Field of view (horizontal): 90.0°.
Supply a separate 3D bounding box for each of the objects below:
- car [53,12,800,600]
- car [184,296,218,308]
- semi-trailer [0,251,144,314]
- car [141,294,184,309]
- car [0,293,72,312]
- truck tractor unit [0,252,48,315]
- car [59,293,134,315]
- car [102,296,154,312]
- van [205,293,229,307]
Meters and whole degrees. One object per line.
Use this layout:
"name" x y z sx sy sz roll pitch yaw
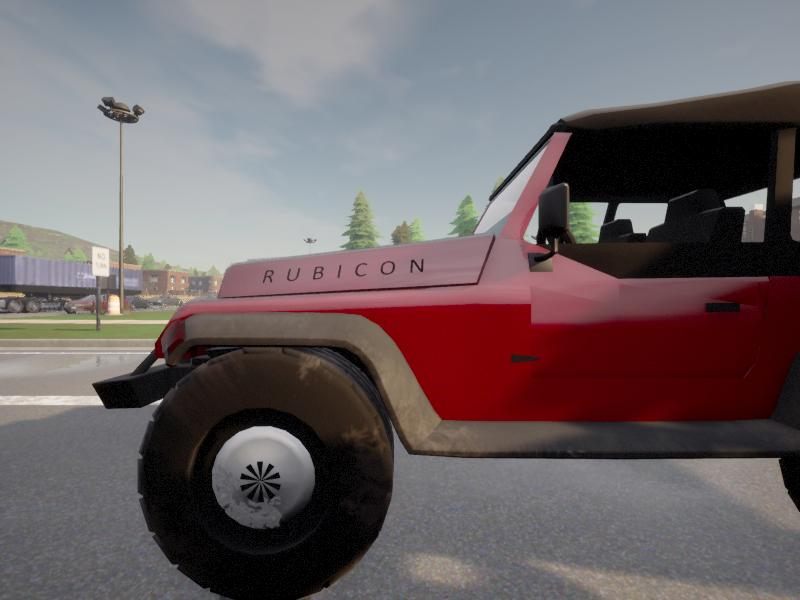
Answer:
"car" 0.853 0.046 2.203 3.866 1.878 1.905 0 0 0
"car" -25.028 0.243 50.535 1.837 1.490 4.892 0 0 -1
"semi-trailer" -28.337 -1.218 35.092 2.717 4.402 14.254 0 0 -1
"car" -28.500 0.181 48.225 2.152 1.651 5.027 0 0 -1
"car" -31.843 0.226 35.149 2.038 1.542 4.974 0 0 -1
"truck tractor unit" -28.252 -1.102 27.172 3.053 4.208 6.516 0 0 -1
"car" -21.257 0.269 28.349 1.812 1.442 4.674 0 0 -1
"car" -24.861 0.307 36.755 1.994 1.385 4.181 0 0 -1
"van" -28.677 -0.002 62.800 1.775 1.987 4.442 0 0 -1
